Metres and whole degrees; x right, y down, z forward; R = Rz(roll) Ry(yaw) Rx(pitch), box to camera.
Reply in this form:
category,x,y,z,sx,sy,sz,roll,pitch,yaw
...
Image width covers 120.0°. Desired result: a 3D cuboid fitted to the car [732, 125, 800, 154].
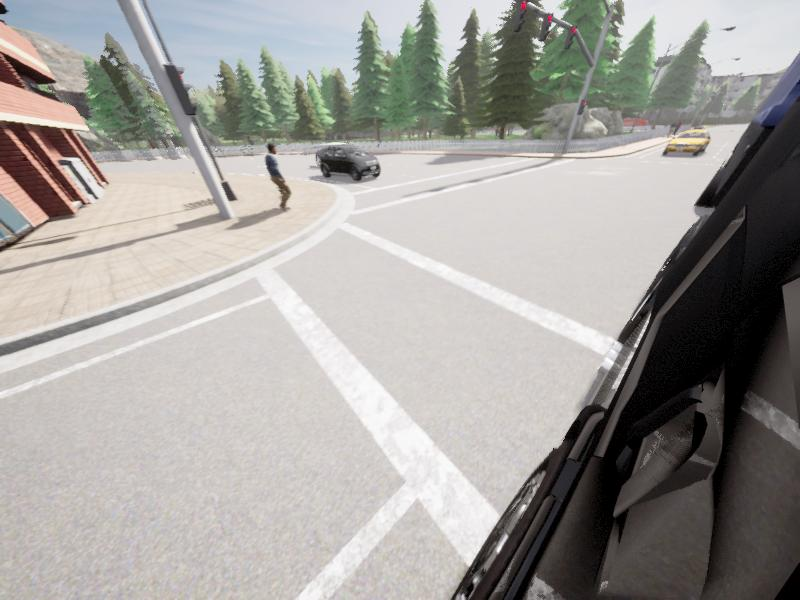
category,x,y,z,sx,sy,sz,roll,pitch,yaw
car,27.266,-12.064,17.302,4.792,1.488,2.163,-28,43,-30

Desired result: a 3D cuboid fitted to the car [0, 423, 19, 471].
category,x,y,z,sx,sy,sz,roll,pitch,yaw
car,-4.608,1.974,0.109,4.181,1.385,1.994,-28,43,-30

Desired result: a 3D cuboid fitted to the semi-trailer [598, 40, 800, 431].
category,x,y,z,sx,sy,sz,roll,pitch,yaw
semi-trailer,8.705,-3.561,4.278,14.254,4.402,2.717,-28,43,-30

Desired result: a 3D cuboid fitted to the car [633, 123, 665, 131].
category,x,y,z,sx,sy,sz,roll,pitch,yaw
car,61.952,-43.117,57.514,2.128,1.511,4.902,-26,43,-29

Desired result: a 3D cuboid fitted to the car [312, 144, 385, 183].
category,x,y,z,sx,sy,sz,roll,pitch,yaw
car,-2.871,-7.690,12.887,3.705,1.549,1.789,23,43,31

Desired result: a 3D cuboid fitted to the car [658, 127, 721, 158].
category,x,y,z,sx,sy,sz,roll,pitch,yaw
car,21.508,-11.761,17.127,5.366,1.575,1.801,-26,43,-29

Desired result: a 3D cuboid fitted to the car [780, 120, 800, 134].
category,x,y,z,sx,sy,sz,roll,pitch,yaw
car,54.316,-23.519,31.352,4.792,1.488,2.163,-28,43,-30

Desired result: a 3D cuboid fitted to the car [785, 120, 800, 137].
category,x,y,z,sx,sy,sz,roll,pitch,yaw
car,49.188,-20.832,27.941,5.008,1.535,1.882,-28,43,-31

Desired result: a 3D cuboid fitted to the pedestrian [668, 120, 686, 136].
category,x,y,z,sx,sy,sz,roll,pitch,yaw
pedestrian,40.284,-25.053,33.600,0.751,1.860,0.751,-25,42,-27

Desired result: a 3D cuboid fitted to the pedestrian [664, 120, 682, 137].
category,x,y,z,sx,sy,sz,roll,pitch,yaw
pedestrian,36.785,-23.106,31.150,0.751,1.860,0.751,-22,41,-24

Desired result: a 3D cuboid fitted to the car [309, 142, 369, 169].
category,x,y,z,sx,sy,sz,roll,pitch,yaw
car,-4.551,-10.905,17.412,3.806,1.475,1.970,17,41,24

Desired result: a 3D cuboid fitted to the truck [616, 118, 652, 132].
category,x,y,z,sx,sy,sz,roll,pitch,yaw
truck,57.669,-43.238,57.107,2.627,2.467,5.204,-26,43,-29

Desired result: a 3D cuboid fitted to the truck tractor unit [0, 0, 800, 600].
category,x,y,z,sx,sy,sz,roll,pitch,yaw
truck tractor unit,2.645,-0.295,0.351,6.516,4.208,3.053,-28,44,-30

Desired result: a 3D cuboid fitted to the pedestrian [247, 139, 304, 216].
category,x,y,z,sx,sy,sz,roll,pitch,yaw
pedestrian,-3.604,-3.596,6.808,0.751,1.860,0.751,-28,43,-31
